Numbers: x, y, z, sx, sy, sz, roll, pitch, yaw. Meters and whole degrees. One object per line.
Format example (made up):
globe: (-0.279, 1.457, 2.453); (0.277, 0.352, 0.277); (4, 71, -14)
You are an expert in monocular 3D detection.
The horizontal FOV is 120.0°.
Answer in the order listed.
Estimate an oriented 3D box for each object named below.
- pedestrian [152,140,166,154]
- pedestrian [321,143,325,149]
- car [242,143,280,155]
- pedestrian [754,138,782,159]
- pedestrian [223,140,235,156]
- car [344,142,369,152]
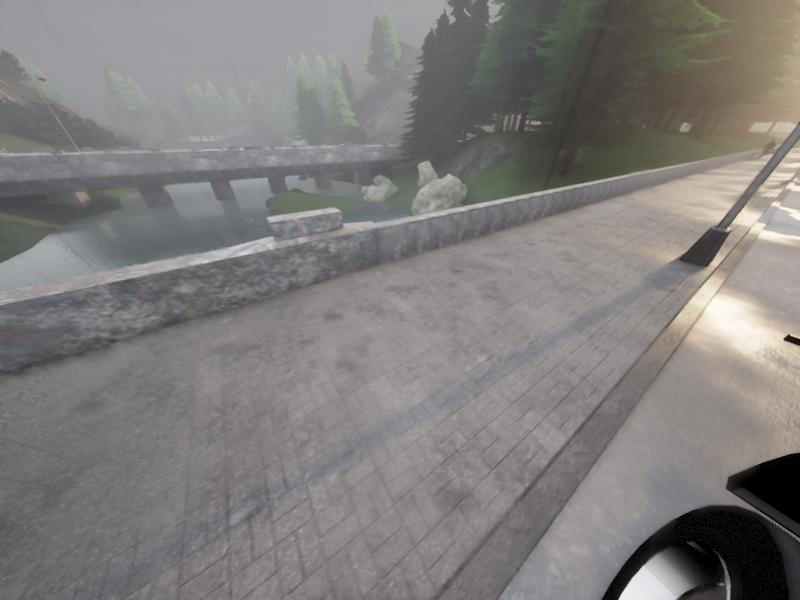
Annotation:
pedestrian: (-40.076, -25.446, 38.457); (0.751, 1.860, 0.751); (-20, 40, -25)
pedestrian: (-17.018, -34.015, 51.098); (0.500, 1.100, 0.500); (-18, 39, -23)
car: (-23.166, -25.280, 38.599); (5.008, 1.535, 1.882); (-21, 40, -27)
pedestrian: (39.561, -16.276, 24.862); (0.751, 1.860, 0.751); (-21, 40, -26)
pedestrian: (-24.193, -21.499, 32.742); (0.751, 1.860, 0.751); (-20, 40, -26)
car: (-8.709, -30.823, 46.363); (4.514, 1.525, 2.007); (-21, 40, -27)
